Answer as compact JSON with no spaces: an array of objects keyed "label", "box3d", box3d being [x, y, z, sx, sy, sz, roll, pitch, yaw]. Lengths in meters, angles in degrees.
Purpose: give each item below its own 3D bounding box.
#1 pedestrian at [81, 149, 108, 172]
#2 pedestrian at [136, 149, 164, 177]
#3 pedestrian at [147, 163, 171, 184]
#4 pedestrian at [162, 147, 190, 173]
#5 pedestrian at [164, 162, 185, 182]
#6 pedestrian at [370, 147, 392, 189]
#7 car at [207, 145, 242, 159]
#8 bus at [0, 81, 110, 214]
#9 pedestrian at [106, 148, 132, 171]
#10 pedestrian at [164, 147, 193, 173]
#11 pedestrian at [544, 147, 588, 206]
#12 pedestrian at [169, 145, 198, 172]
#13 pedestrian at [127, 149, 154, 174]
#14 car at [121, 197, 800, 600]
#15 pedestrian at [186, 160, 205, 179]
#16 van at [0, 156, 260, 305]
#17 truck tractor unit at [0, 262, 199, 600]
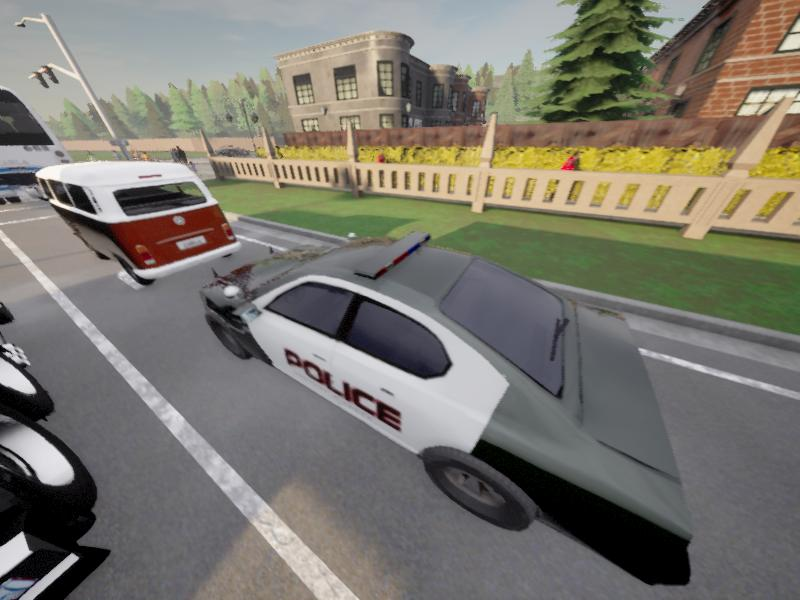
[{"label":"pedestrian","box3d":[-29.382,-13.414,22.238,0.751,1.860,0.751,20,40,27]},{"label":"pedestrian","box3d":[-20.522,-11.268,18.992,0.751,1.860,0.751,21,40,28]},{"label":"pedestrian","box3d":[-15.209,-8.013,14.606,0.500,1.100,0.500,-5,35,-6]},{"label":"pedestrian","box3d":[-18.882,-11.829,19.508,0.751,1.860,0.751,-2,35,-2]},{"label":"pedestrian","box3d":[-14.805,-8.416,15.180,0.500,1.100,0.500,20,40,27]},{"label":"pedestrian","box3d":[-0.997,-7.010,12.252,0.751,1.860,0.751,19,39,26]},{"label":"car","box3d":[-29.800,-25.216,39.289,1.905,1.878,3.866,18,39,25]},{"label":"bus","box3d":[-19.656,-7.501,11.487,10.273,4.253,3.944,23,41,30]},{"label":"pedestrian","box3d":[-28.312,-14.173,23.315,0.751,1.860,0.751,15,38,22]},{"label":"pedestrian","box3d":[-18.393,-11.635,19.219,0.751,1.860,0.751,-2,35,-2]},{"label":"pedestrian","box3d":[6.206,-4.657,8.735,0.751,1.860,0.751,16,38,23]},{"label":"pedestrian","box3d":[-17.773,-11.618,18.998,0.751,1.860,0.751,9,36,13]},{"label":"pedestrian","box3d":[-23.158,-12.365,20.620,0.751,1.860,0.751,23,41,30]},{"label":"car","box3d":[-0.374,0.059,2.640,4.974,1.542,2.038,18,39,25]},{"label":"pedestrian","box3d":[-14.358,-9.136,16.213,0.500,1.100,0.500,23,41,30]},{"label":"van","box3d":[-5.774,-1.885,5.089,4.480,2.038,2.069,18,39,25]},{"label":"truck tractor unit","box3d":[-5.136,-0.268,0.781,6.516,4.208,3.053,18,40,25]}]
